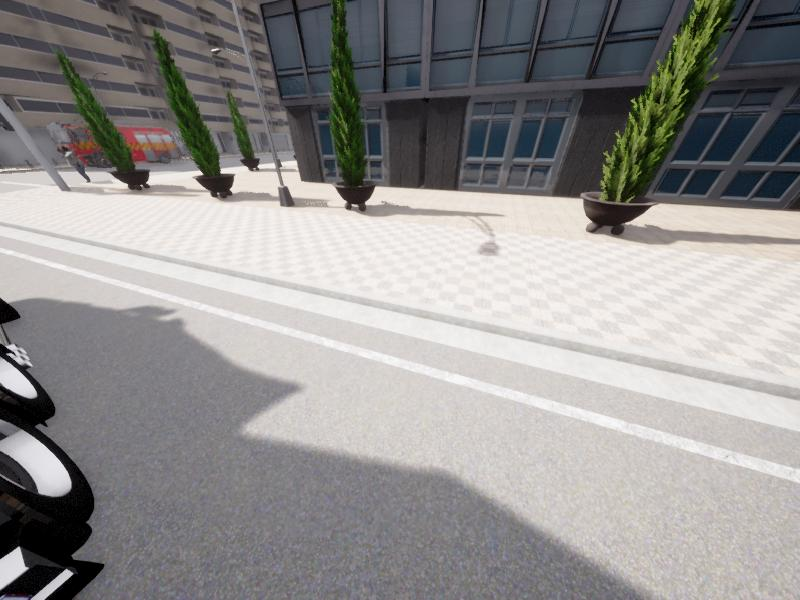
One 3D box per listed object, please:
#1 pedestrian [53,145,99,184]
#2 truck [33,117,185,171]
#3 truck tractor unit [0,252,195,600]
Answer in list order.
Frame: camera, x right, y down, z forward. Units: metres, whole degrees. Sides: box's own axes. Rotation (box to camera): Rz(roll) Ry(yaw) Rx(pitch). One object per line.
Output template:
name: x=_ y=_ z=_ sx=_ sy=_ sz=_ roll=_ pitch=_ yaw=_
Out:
pedestrian: x=-18.643 y=-7.816 z=13.326 sx=0.751 sy=1.860 sz=0.751 roll=25 pitch=42 yaw=31
truck: x=-28.393 y=-15.895 z=23.589 sx=2.891 sy=3.827 sz=8.468 roll=12 pitch=37 yaw=16
truck tractor unit: x=-5.090 y=-0.321 z=0.809 sx=6.516 sy=4.208 sz=3.053 roll=19 pitch=39 yaw=25
